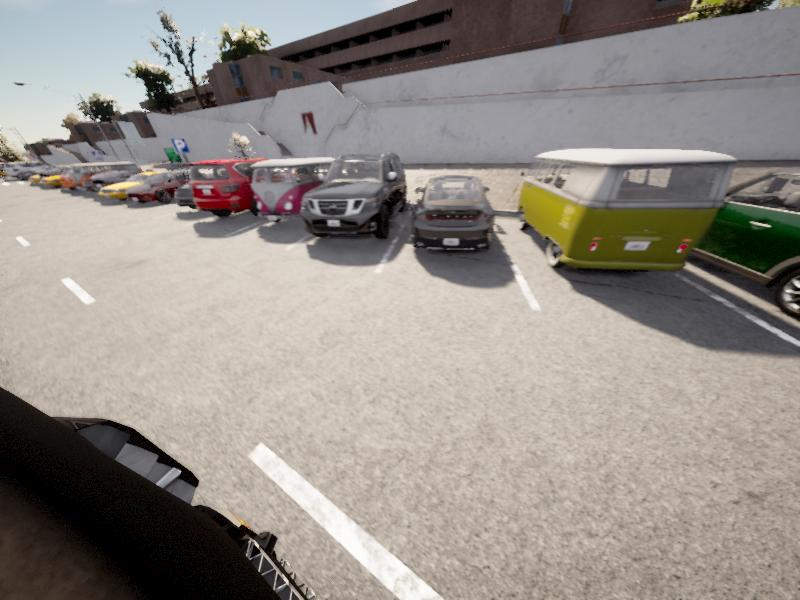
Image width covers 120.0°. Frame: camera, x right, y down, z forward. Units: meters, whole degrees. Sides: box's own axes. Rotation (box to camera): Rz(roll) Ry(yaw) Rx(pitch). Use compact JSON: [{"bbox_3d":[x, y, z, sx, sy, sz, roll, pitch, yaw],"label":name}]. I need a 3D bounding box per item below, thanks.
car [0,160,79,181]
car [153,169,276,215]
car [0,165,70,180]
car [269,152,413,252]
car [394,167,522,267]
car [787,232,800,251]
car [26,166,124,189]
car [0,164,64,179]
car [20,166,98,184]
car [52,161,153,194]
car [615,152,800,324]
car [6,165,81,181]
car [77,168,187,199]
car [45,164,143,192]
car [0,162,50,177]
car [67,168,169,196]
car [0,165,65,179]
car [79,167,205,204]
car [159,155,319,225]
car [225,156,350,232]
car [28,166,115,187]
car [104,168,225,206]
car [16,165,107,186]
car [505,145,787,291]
[{"bbox_3d":[-50.197,-18.123,32.220,2.435,2.045,5.566,4,34,9],"label":"car"},{"bbox_3d":[-8.882,-5.641,11.783,2.002,1.452,4.674,4,33,10],"label":"car"},{"bbox_3d":[-52.766,-18.660,33.622,2.097,1.535,5.008,4,34,9],"label":"car"},{"bbox_3d":[-1.146,-3.652,7.696,2.435,2.045,5.566,4,33,9],"label":"car"},{"bbox_3d":[1.440,-2.716,6.550,2.231,1.521,4.892,4,33,10],"label":"car"},{"bbox_3d":[9.181,-0.473,2.665,2.002,1.452,4.674,4,33,10],"label":"car"},{"bbox_3d":[-32.154,-12.414,23.210,1.946,1.575,5.366,5,34,9],"label":"car"},{"bbox_3d":[-57.902,-20.279,36.346,1.946,1.575,5.366,4,34,9],"label":"car"},{"bbox_3d":[-39.870,-14.796,27.220,2.002,1.452,4.674,4,34,9],"label":"car"},{"bbox_3d":[-24.392,-10.323,19.298,1.878,1.987,4.442,5,34,9],"label":"car"},{"bbox_3d":[6.592,-1.334,3.855,2.185,1.767,4.553,4,33,10],"label":"car"},{"bbox_3d":[-47.601,-17.135,31.054,2.231,1.521,4.892,5,34,9],"label":"car"},{"bbox_3d":[-19.209,-8.666,16.988,2.163,1.488,4.792,4,34,9],"label":"car"},{"bbox_3d":[-26.970,-11.057,20.711,2.185,1.767,4.553,4,34,9],"label":"car"},{"bbox_3d":[-63.117,-21.815,38.554,1.878,1.987,4.442,4,34,9],"label":"car"},{"bbox_3d":[-21.796,-9.402,18.253,2.002,1.452,4.674,4,34,9],"label":"car"},{"bbox_3d":[-55.355,-19.413,34.903,2.231,1.521,4.892,4,34,9],"label":"car"},{"bbox_3d":[-16.654,-7.822,15.498,1.946,1.575,5.366,4,34,9],"label":"car"},{"bbox_3d":[-6.307,-5.160,10.351,2.435,2.045,5.566,4,33,10],"label":"car"},{"bbox_3d":[-3.741,-4.320,8.940,1.878,1.987,4.442,4,33,9],"label":"car"},{"bbox_3d":[-34.703,-13.278,24.683,2.163,1.488,4.792,4,34,9],"label":"car"},{"bbox_3d":[-14.048,-7.127,14.351,2.163,1.488,4.792,4,34,9],"label":"car"},{"bbox_3d":[-37.318,-13.963,25.767,1.946,1.575,5.366,5,34,9],"label":"car"},{"bbox_3d":[4.032,-2.235,5.225,1.878,1.987,4.442,4,33,10],"label":"car"}]
